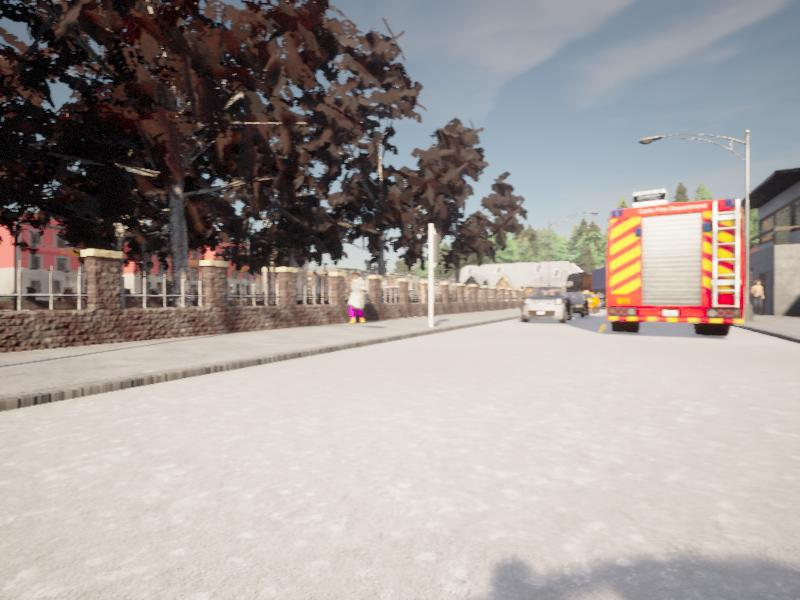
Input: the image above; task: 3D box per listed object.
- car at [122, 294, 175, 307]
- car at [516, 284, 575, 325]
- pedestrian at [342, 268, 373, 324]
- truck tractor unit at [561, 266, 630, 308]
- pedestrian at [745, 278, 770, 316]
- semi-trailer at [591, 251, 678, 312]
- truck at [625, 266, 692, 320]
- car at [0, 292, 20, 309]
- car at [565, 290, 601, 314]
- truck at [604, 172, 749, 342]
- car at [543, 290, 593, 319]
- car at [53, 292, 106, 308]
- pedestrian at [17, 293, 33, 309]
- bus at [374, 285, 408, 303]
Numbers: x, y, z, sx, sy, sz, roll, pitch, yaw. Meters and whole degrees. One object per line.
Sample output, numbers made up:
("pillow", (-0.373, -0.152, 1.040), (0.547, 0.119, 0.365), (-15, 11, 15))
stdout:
("car", (-28.993, 0.030, 46.281), (1.837, 1.490, 4.892), (0, 0, 29))
("car", (6.202, 0.162, 16.829), (1.845, 1.501, 3.633), (0, 0, 28))
("pedestrian", (-1.465, -0.127, 13.788), (0.751, 1.860, 0.751), (0, 0, 29))
("truck tractor unit", (21.187, -1.280, 43.822), (3.053, 4.208, 6.516), (0, 0, -17))
("pedestrian", (18.016, -0.134, 20.172), (0.751, 1.860, 0.751), (0, 0, 22))
("semi-trailer", (20.395, -1.349, 36.149), (2.717, 4.402, 14.254), (0, 0, 13))
("truck", (13.379, -0.318, 21.068), (2.627, 2.467, 5.204), (0, 0, 30))
("car", (-35.841, 0.055, 34.158), (2.007, 1.525, 4.514), (0, 0, 30))
("car", (13.332, 0.096, 28.960), (1.801, 1.575, 5.366), (0, 0, 30))
("truck", (8.744, -0.972, 13.386), (2.891, 3.827, 8.468), (0, 0, 30))
("car", (9.602, 0.210, 22.618), (2.033, 1.411, 5.357), (0, 0, 29))
("car", (-32.305, 0.020, 40.420), (1.789, 1.549, 3.705), (0, 0, 30))
("pedestrian", (-30.955, 0.049, 33.029), (0.751, 1.300, 0.751), (0, 0, 29))
("bus", (-2.121, -1.542, 101.709), (3.944, 4.253, 10.273), (0, 0, 30))
